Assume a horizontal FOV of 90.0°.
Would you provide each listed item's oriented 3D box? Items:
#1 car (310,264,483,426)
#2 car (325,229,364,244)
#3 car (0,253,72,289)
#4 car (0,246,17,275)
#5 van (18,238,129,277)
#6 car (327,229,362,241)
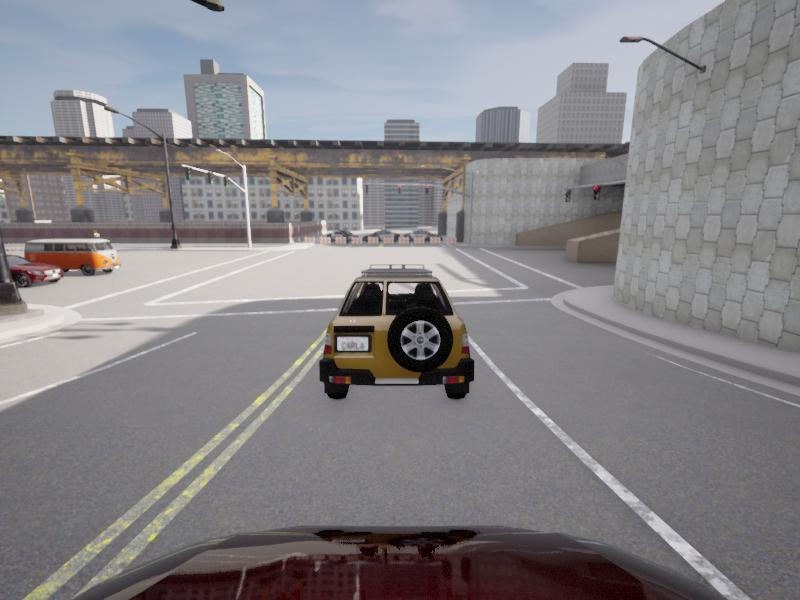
[{"bbox_3d":[-0.051,0.321,6.834,1.932,1.855,4.605,0,5,0],"label":"car"},{"bbox_3d":[-6.986,-7.980,50.046,4.974,1.542,2.038,11,16,42],"label":"car"},{"bbox_3d":[-18.744,-1.412,18.948,4.674,1.442,1.812,0,12,-1],"label":"car"},{"bbox_3d":[-24.374,-2.215,22.473,3.705,1.549,1.789,0,12,0],"label":"car"},{"bbox_3d":[-18.161,-2.416,22.425,4.442,1.987,1.775,0,12,0],"label":"van"},{"bbox_3d":[-7.024,-8.141,50.049,4.536,1.218,1.853,11,16,42],"label":"car"}]
